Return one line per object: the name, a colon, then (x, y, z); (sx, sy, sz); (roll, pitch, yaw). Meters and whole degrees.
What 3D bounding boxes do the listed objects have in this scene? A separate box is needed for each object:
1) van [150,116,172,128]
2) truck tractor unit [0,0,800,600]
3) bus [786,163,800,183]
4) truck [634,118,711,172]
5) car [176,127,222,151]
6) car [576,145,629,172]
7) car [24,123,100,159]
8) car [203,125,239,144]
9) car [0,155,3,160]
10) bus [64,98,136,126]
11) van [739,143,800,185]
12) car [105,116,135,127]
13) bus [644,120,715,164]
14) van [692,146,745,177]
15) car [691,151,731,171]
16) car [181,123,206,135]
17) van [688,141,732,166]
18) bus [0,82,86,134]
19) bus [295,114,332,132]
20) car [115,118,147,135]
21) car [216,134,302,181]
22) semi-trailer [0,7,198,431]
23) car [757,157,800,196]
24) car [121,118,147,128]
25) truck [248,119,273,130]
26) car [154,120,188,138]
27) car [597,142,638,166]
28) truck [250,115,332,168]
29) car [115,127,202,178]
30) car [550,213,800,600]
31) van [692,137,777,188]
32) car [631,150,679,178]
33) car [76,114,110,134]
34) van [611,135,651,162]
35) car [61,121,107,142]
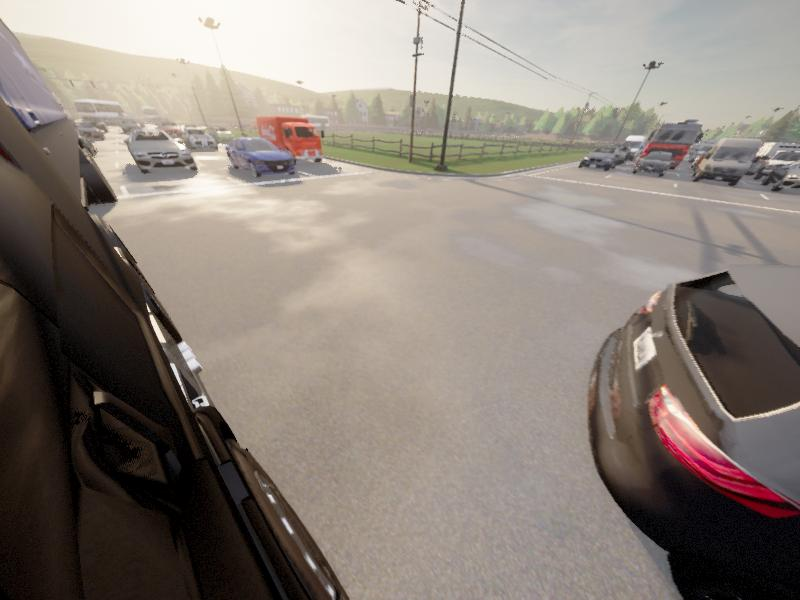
van: (-53.353, -39.743, 51.665); (1.775, 1.987, 4.442); (-13, 39, -19)
truck tractor unit: (-2.645, -0.295, 0.352); (6.516, 4.208, 3.053); (28, 44, 30)
bus: (32.358, -9.714, 15.327); (10.273, 4.253, 3.944); (-29, 47, -35)
truck: (26.841, -15.383, 22.908); (8.468, 3.827, 2.891); (-29, 47, -35)
car: (-17.150, -13.744, 19.696); (1.970, 1.475, 3.806); (-28, 47, -35)
car: (17.501, -12.312, 19.961); (4.611, 1.667, 2.242); (-29, 47, -35)
car: (-20.065, -9.640, 13.932); (1.789, 1.549, 3.705); (-28, 47, -35)
car: (-20.479, -18.994, 26.465); (2.007, 1.525, 4.514); (-28, 47, -35)
car: (-20.419, -6.781, 10.171); (1.812, 1.442, 4.674); (-28, 47, -35)
bus: (-64.164, -40.491, 50.035); (3.944, 4.253, 10.273); (-9, 38, -14)
van: (30.860, -11.204, 18.749); (6.366, 2.431, 2.351); (-29, 47, -35)
car: (-59.684, -38.141, 49.354); (2.242, 1.667, 4.611); (-12, 39, -19)
bus: (37.156, -21.132, 30.961); (10.273, 4.253, 3.944); (-29, 47, -36)
van: (27.774, -12.254, 20.315); (4.442, 1.987, 1.775); (-29, 47, -35)
car: (32.403, -14.592, 24.217); (4.674, 1.442, 1.812); (-29, 47, -35)
car: (-32.374, -26.788, 36.239); (1.994, 1.385, 4.181); (-28, 46, -35)
van: (40.059, -19.205, 30.095); (6.366, 2.431, 2.351); (-29, 47, -35)
bus: (-43.282, -23.136, 28.192); (3.944, 4.253, 10.273); (-28, 47, -35)
bus: (-28.992, -59.674, 78.131); (10.273, 4.253, 3.944); (-29, 47, -35)
car: (-36.653, -23.663, 31.506); (2.242, 1.667, 4.611); (-28, 47, -35)
car: (-7.307, -7.434, 11.855); (5.008, 1.535, 1.882); (31, 45, 33)
semi-trailer: (-8.532, -3.716, 4.380); (14.254, 4.402, 2.717); (30, 45, 31)
car: (24.966, -7.637, 14.242); (5.027, 1.651, 2.152); (-29, 47, -35)
car: (-54.586, -36.401, 47.523); (2.163, 1.488, 4.792); (-18, 41, -25)
truck: (-41.459, -52.272, 68.852); (5.204, 2.467, 2.627); (-29, 47, -35)
car: (-29.624, -22.053, 29.825); (2.242, 1.667, 4.611); (-28, 47, -35)
car: (22.810, -15.323, 24.183); (4.605, 1.855, 1.932); (-29, 47, -35)
truck: (-7.298, -10.752, 15.513); (2.627, 2.467, 5.204); (-29, 48, -35)
car: (-12.243, -7.598, 11.670); (2.152, 1.651, 5.027); (-29, 47, -35)
car: (3.618, 1.287, 0.795); (4.611, 1.667, 2.242); (26, 43, 28)
van: (22.824, -9.739, 16.147); (5.915, 2.561, 1.988); (-29, 47, -35)
car: (20.340, -10.886, 18.390); (4.892, 1.490, 1.837); (-29, 47, -35)
car: (-40.694, -23.401, 30.697); (1.905, 1.878, 3.866); (-28, 47, -35)
van: (29.006, -19.001, 28.981); (5.915, 2.561, 1.988); (-29, 47, -35)
car: (-30.100, -16.179, 22.172); (1.994, 1.385, 4.181); (-28, 47, -35)
